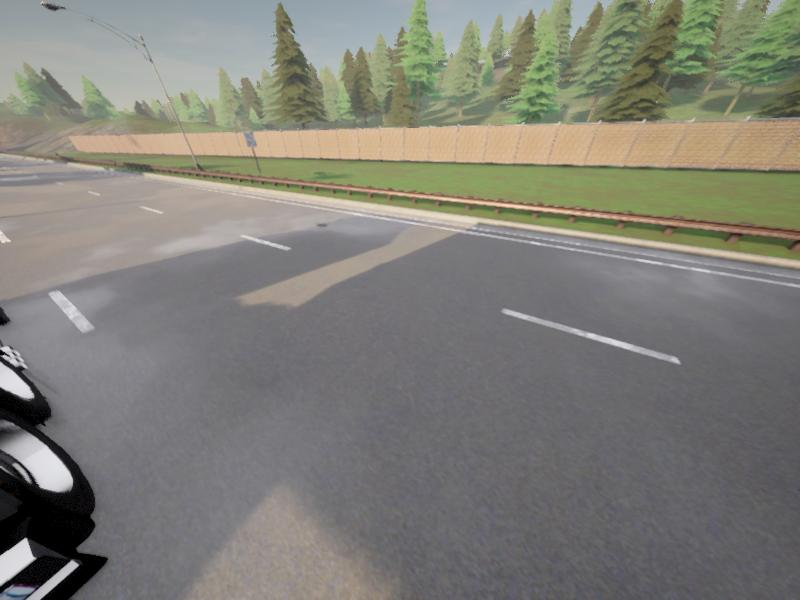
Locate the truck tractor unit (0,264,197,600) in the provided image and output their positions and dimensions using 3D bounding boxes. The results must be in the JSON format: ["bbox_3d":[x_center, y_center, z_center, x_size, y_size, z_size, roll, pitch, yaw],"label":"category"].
[{"bbox_3d":[-5.111,-0.299,0.786,6.516,4.208,3.053,18,39,24],"label":"truck tractor unit"}]
